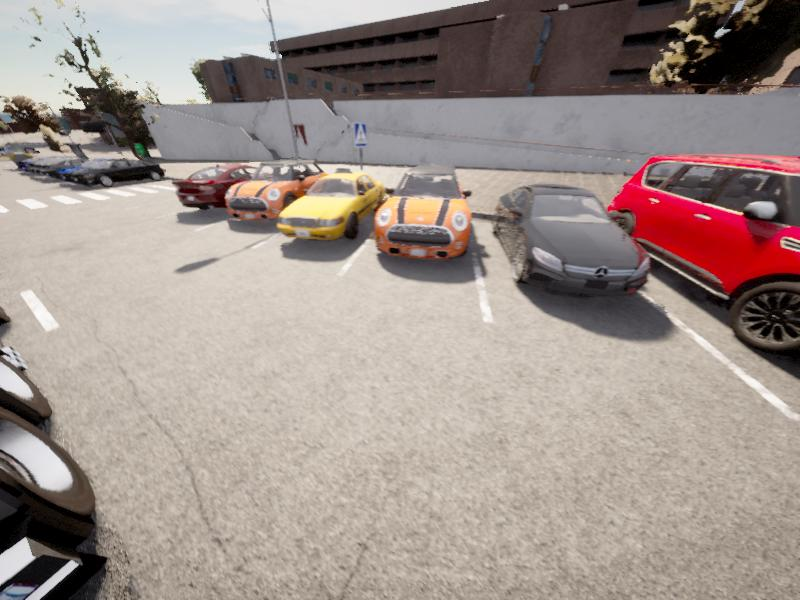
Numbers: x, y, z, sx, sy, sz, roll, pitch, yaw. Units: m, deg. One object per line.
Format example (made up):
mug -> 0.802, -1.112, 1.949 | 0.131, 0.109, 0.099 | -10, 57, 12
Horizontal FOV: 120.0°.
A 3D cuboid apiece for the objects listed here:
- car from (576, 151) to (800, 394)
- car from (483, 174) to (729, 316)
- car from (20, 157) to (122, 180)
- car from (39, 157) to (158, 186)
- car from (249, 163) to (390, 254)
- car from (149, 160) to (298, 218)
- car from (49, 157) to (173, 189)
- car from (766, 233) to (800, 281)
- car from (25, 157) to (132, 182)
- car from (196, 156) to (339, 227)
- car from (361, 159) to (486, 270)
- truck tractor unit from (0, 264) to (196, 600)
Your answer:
car -> 5.911, -1.119, 3.782 | 2.435, 2.045, 5.566 | 6, 35, 8
car -> 3.332, -1.739, 5.199 | 2.002, 1.452, 4.674 | 6, 35, 8
car -> -30.061, -12.306, 21.446 | 2.231, 1.521, 4.892 | 6, 34, 10
car -> -22.420, -9.915, 17.622 | 2.097, 1.535, 5.008 | 5, 34, 9
car -> -1.850, -3.338, 7.483 | 1.946, 1.575, 5.366 | 6, 34, 8
car -> -6.983, -5.083, 10.109 | 2.097, 1.535, 5.008 | 5, 34, 9
car -> -19.857, -9.124, 16.365 | 2.097, 1.535, 5.008 | 5, 34, 9
car -> 8.470, -0.203, 2.503 | 1.878, 1.987, 4.442 | 6, 35, 8
car -> -27.527, -11.496, 20.150 | 2.231, 1.521, 4.892 | 5, 34, 10
car -> -4.394, -4.387, 8.830 | 2.185, 1.767, 4.553 | 6, 34, 8
car -> 0.760, -2.727, 6.359 | 2.185, 1.767, 4.553 | 6, 34, 8
truck tractor unit -> -5.116, -0.294, 0.791 | 6.516, 4.208, 3.053 | 18, 39, 24
